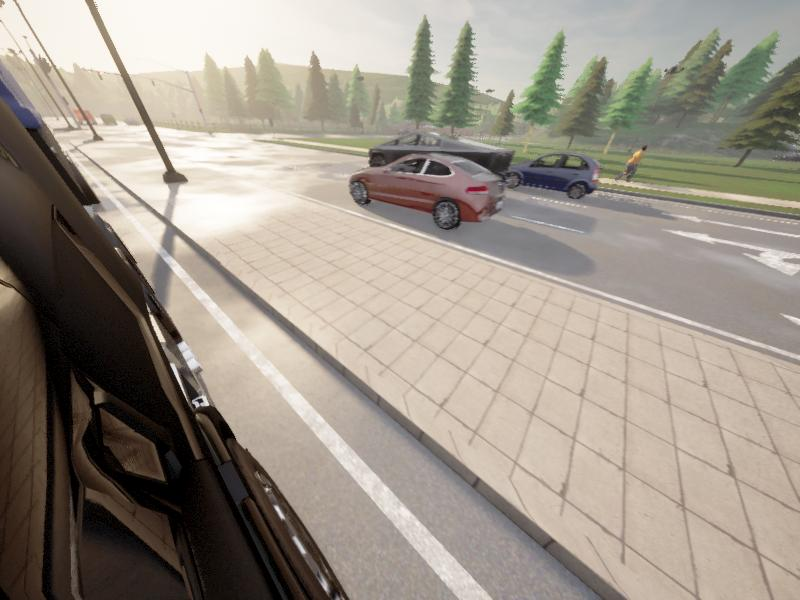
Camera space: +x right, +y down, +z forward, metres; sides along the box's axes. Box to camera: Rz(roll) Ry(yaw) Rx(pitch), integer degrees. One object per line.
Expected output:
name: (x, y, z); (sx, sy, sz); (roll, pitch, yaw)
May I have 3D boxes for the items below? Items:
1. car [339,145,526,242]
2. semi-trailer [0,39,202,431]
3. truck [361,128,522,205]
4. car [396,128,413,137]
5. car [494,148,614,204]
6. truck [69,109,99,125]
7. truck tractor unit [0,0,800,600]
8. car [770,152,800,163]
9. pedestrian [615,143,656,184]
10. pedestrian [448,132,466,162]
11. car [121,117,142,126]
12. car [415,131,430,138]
car: (0.690, -3.611, 7.183); (5.027, 1.651, 2.152); (27, 43, 29)
semi-trailer: (-8.720, -3.596, 4.197); (14.254, 4.402, 2.717); (28, 43, 29)
truck: (1.411, -6.133, 10.204); (6.274, 2.098, 2.390); (27, 43, 29)
car: (1.458, -51.589, 71.005); (2.150, 2.045, 5.566); (28, 43, 29)
car: (6.834, -5.819, 10.560); (3.988, 1.617, 1.851); (28, 43, 29)
truck: (-66.630, -38.598, 48.702); (5.204, 2.467, 2.627); (27, 43, 29)
truck tractor unit: (-2.645, -0.295, 0.351); (6.516, 4.208, 3.053); (28, 44, 30)
car: (69.727, -25.034, 40.718); (4.718, 1.301, 1.895); (8, 37, 7)
pedestrian: (12.878, -7.502, 12.710); (0.751, 1.860, 0.751); (24, 42, 26)
pedestrian: (4.408, -11.788, 17.867); (0.751, 1.860, 0.751); (27, 43, 29)
car: (-62.250, -41.291, 53.485); (5.357, 1.411, 2.033); (27, 43, 29)
car: (6.655, -48.402, 67.542); (1.837, 1.490, 4.892); (28, 43, 29)
